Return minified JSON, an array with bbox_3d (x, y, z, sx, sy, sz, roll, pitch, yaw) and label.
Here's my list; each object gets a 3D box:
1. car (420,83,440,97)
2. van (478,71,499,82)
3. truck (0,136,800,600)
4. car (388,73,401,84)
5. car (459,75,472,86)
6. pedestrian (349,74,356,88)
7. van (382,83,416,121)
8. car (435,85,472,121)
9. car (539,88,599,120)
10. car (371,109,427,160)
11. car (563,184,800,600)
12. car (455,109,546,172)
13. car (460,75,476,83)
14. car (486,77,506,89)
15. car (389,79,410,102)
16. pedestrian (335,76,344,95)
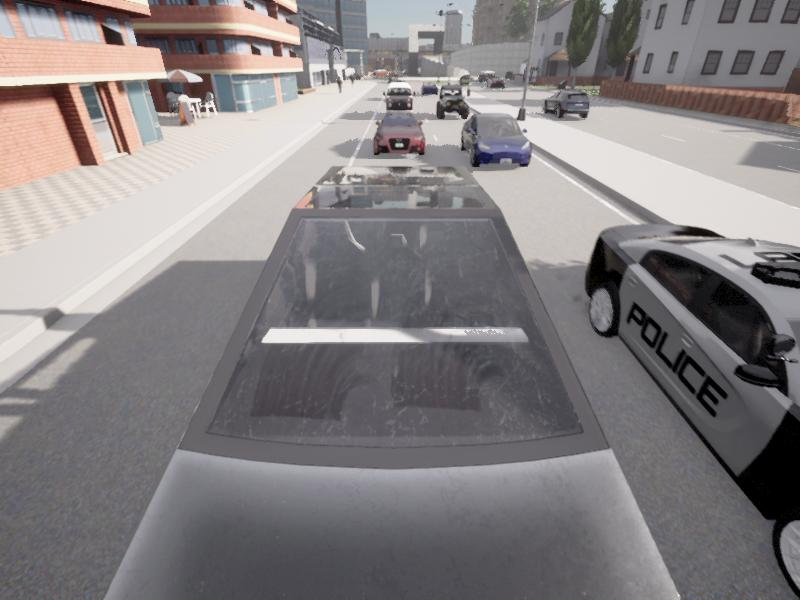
[{"bbox_3d":[3.440,-24.480,46.549,1.895,1.301,4.718,0,30,0],"label":"car"},{"bbox_3d":[20.125,-50.864,90.910,4.480,2.038,2.069,-26,39,-37],"label":"van"},{"bbox_3d":[-0.028,-0.008,3.931,2.390,2.098,6.274,0,30,0],"label":"truck"},{"bbox_3d":[-1.032,-44.388,79.996,1.932,1.855,4.605,-5,31,-8],"label":"car"},{"bbox_3d":[11.697,-39.338,71.715,2.007,1.525,4.514,2,30,4],"label":"car"},{"bbox_3d":[-7.130,-32.976,60.153,0.751,1.860,0.751,0,30,1],"label":"pedestrian"},{"bbox_3d":[-0.039,-13.389,26.868,2.069,2.038,4.480,0,30,0],"label":"van"},{"bbox_3d":[3.460,-13.133,26.568,1.905,1.878,3.866,0,30,0],"label":"car"},{"bbox_3d":[11.459,-13.562,27.563,2.033,1.649,4.856,0,30,0],"label":"car"},{"bbox_3d":[-0.034,-6.887,16.404,1.994,1.385,4.181,0,30,0],"label":"car"},{"bbox_3d":[3.518,0.493,3.530,1.930,1.638,5.238,0,31,0],"label":"car"},{"bbox_3d":[3.475,-6.099,14.948,2.163,1.488,4.792,0,30,0],"label":"car"},{"bbox_3d":[14.079,-45.875,83.002,2.033,1.411,5.357,11,32,19],"label":"car"},{"bbox_3d":[14.924,-33.917,62.443,2.038,1.542,4.974,0,30,0],"label":"car"},{"bbox_3d":[-0.053,-21.257,40.465,1.932,1.855,4.605,0,30,0],"label":"car"},{"bbox_3d":[-6.853,-24.408,45.515,0.751,1.860,0.751,-8,31,-13],"label":"pedestrian"}]
